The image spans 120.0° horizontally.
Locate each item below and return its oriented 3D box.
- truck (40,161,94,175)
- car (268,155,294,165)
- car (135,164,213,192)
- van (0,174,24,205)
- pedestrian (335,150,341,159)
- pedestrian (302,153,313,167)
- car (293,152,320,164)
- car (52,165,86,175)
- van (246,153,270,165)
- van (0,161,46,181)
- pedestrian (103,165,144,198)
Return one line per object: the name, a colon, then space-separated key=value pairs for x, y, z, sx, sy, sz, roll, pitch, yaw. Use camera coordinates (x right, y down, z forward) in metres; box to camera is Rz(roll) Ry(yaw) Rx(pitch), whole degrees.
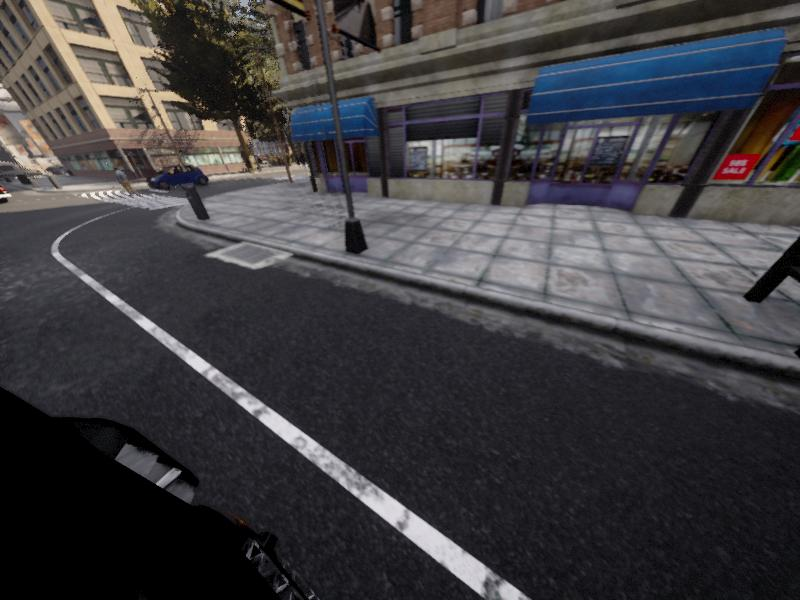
truck: x=-72.912 y=-29.016 z=50.811 sx=2.390 sy=2.098 sz=6.274 roll=16 pitch=38 yaw=26
car: x=-25.071 y=-29.491 z=48.622 sx=5.008 sy=1.535 sz=1.882 roll=16 pitch=38 yaw=26
car: x=-18.491 y=-10.197 z=19.117 sx=1.851 sy=1.617 sz=3.988 roll=18 pitch=39 yaw=28
van: x=-28.664 y=-7.211 z=14.969 sx=4.480 sy=2.038 sz=2.069 roll=1 pitch=34 yaw=6
pedestrian: x=-14.693 y=-34.261 z=54.433 sx=0.751 sy=1.860 sz=0.751 roll=15 pitch=38 yaw=25
pedestrian: x=-14.151 y=-21.399 z=35.352 sx=0.751 sy=1.860 sz=0.751 roll=9 pitch=35 yaw=17
car: x=-18.234 y=-27.672 z=45.095 sx=4.605 sy=1.855 sz=1.932 roll=16 pitch=38 yaw=26
car: x=-70.177 y=-27.624 z=49.009 sx=1.789 sy=1.549 sz=3.705 roll=16 pitch=38 yaw=26
van: x=-31.871 y=-31.644 z=51.892 sx=4.480 sy=2.038 sz=2.069 roll=16 pitch=38 yaw=26
van: x=-67.903 y=-22.596 z=40.382 sx=1.988 sy=2.561 sz=5.915 roll=16 pitch=38 yaw=26
pedestrian: x=-18.246 y=-7.842 z=15.291 sx=0.751 sy=1.860 sz=0.751 roll=3 pitch=34 yaw=9
